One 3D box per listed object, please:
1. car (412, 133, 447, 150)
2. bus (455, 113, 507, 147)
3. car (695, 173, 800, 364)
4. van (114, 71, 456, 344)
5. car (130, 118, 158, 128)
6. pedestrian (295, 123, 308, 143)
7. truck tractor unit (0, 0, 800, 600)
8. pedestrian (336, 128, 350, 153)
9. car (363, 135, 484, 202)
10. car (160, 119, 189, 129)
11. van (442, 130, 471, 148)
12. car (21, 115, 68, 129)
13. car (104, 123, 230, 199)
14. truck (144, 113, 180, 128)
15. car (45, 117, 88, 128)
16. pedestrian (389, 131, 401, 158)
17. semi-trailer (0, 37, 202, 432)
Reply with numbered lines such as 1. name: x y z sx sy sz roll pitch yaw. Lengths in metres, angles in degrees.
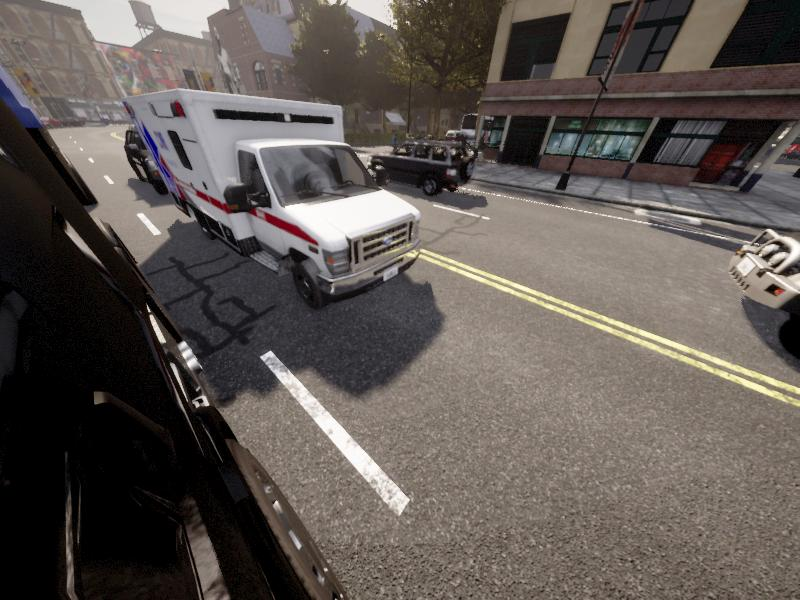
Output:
1. car: 3.983 -21.255 30.886 1.930 1.638 5.238 28 44 30
2. bus: 14.160 -29.401 40.228 3.944 4.253 10.273 28 44 30
3. car: 6.872 0.282 2.150 4.605 1.855 1.932 28 44 29
4. van: -2.532 -2.248 4.459 6.366 2.431 2.351 28 44 30
5. car: -55.189 -38.230 49.920 1.970 1.475 3.806 -2 37 -7
6. pedestrian: -11.784 -19.985 27.698 0.751 1.860 0.751 12 38 12
7. truck tractor unit: -2.645 -0.295 0.351 6.516 4.208 3.053 28 44 30
8. pedestrian: -5.245 -14.710 21.339 0.751 1.860 0.751 28 44 30
9. car: 0.763 -5.749 9.797 4.605 1.855 1.932 28 44 30
10. car: -47.964 -37.499 49.203 1.930 1.638 5.238 -5 37 -10
11. van: 8.648 -24.631 35.356 2.069 2.038 4.480 28 44 30
12. car: -51.495 -25.885 33.639 2.002 1.452 4.674 -18 41 -25
13. car: -8.743 -5.364 8.673 4.605 1.855 1.932 28 44 30
14. truck: -51.753 -39.117 50.422 2.627 2.467 5.204 -2 37 -7
15. car: -54.157 -28.952 37.683 1.895 1.301 4.718 -11 39 -17
16. pedestrian: -0.455 -13.315 19.780 0.751 1.860 0.751 15 38 15
17. semi-trailer: -8.744 -3.579 4.173 14.254 4.402 2.717 28 43 29
